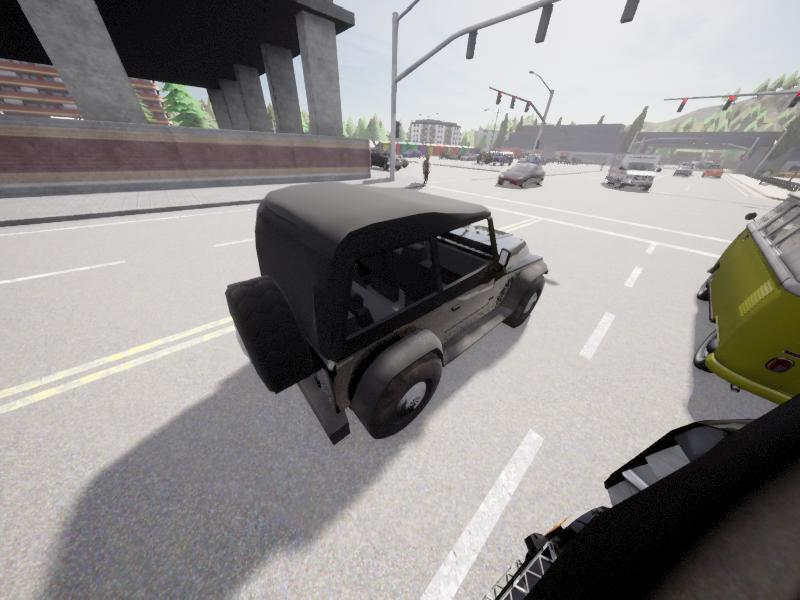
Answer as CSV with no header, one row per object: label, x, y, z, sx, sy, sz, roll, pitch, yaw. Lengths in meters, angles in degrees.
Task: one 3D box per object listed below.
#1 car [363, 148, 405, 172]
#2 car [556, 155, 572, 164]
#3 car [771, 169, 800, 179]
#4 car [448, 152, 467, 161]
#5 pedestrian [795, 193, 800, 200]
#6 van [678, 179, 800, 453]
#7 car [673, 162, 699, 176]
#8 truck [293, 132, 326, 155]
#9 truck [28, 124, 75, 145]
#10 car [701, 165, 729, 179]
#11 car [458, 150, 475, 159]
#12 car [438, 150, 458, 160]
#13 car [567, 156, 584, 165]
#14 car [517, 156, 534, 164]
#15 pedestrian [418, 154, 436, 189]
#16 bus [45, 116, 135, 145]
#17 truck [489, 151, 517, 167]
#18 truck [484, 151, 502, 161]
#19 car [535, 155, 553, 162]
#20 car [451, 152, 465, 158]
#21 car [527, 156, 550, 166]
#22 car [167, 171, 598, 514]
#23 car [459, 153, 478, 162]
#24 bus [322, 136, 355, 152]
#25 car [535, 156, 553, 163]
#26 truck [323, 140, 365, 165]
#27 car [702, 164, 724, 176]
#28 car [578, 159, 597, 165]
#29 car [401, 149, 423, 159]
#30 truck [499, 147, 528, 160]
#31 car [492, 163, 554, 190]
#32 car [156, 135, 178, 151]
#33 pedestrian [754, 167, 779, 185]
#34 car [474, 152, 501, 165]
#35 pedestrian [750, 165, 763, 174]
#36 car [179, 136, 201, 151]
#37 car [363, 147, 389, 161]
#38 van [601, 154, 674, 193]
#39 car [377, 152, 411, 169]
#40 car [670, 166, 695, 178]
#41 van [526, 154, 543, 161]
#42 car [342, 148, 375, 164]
car,-1.822,-15.032,24.670,1.932,1.855,4.605,-25,42,-35
car,44.859,-38.357,63.176,3.866,1.878,1.905,-24,42,-35
car,90.187,-28.803,52.791,1.801,1.575,5.366,-24,42,-35
car,12.894,-32.155,51.786,3.905,1.438,1.784,-24,42,-35
pedestrian,29.267,-7.928,16.091,0.751,1.860,0.751,19,37,23
van,5.426,-0.146,2.781,4.442,1.987,1.775,-24,42,-35
car,52.889,-24.276,42.694,5.566,2.045,2.150,-24,42,-35
truck,-19.119,-33.067,48.777,2.891,3.827,8.468,-25,42,-35
truck,-54.983,-26.148,36.671,2.615,2.467,5.204,-24,42,-35
car,53.149,-21.717,39.084,4.553,1.767,2.097,-24,42,-35
car,18.757,-41.020,65.210,4.605,1.855,1.932,-24,42,-35
car,11.098,-33.490,53.281,4.605,1.855,1.932,-24,42,-35
car,46.725,-37.071,61.375,4.605,1.855,1.932,-24,42,-35
car,29.944,-33.436,55.064,3.806,1.475,1.970,-24,42,-35
pedestrian,1.639,-7.981,14.373,0.751,1.860,0.751,-6,35,-13
bus,-65.292,-36.015,49.429,10.273,4.253,3.944,-24,42,-35
truck,17.536,-23.974,39.256,4.478,2.038,2.069,-24,42,-35
truck,24.216,-37.513,60.166,4.478,2.038,2.069,-24,42,-35
car,52.228,-51.367,83.830,2.033,1.649,4.856,-23,41,-33
car,16.889,-42.137,67.133,3.905,1.438,1.784,-24,42,-35
car,28.817,-28.851,47.938,4.611,1.667,2.242,-24,42,-35
car,0.273,-0.350,2.784,3.866,1.878,1.905,-24,42,-35
car,14.799,-30.858,50.033,3.806,1.475,1.970,-24,42,-35
bus,-21.740,-55.606,82.253,10.273,4.253,3.944,-24,42,-35
car,38.221,-37.176,61.315,5.357,1.415,2.033,-24,42,-35
truck,-7.121,-18.771,29.364,2.627,2.467,5.204,-25,42,-35
car,63.711,-26.541,47.080,3.866,1.878,1.905,-24,42,-35
car,57.015,-41.883,70.129,1.970,1.475,3.806,-24,42,-34
car,2.698,-33.634,53.170,4.611,1.667,2.242,-24,42,-35
truck,41.501,-53.761,84.646,2.891,3.827,8.468,-23,41,-33
car,9.405,-9.514,17.605,4.792,1.488,2.163,-24,42,-35
car,-37.486,-25.262,37.131,1.905,1.878,3.866,-24,42,-35
pedestrian,45.122,-15.346,28.490,0.751,1.860,0.751,-25,42,-35
car,15.572,-25.142,41.038,4.605,1.855,1.932,-24,42,-35
pedestrian,89.389,-32.651,57.922,0.751,1.860,0.751,7,34,6
car,-35.278,-26.259,38.800,1.905,1.878,3.866,-24,42,-35
car,-4.222,-25.320,40.065,2.097,1.767,4.553,-25,42,-35
van,19.633,-10.898,19.612,2.351,2.431,6.366,18,36,23
car,-0.823,-17.117,28.250,1.816,1.474,4.193,-25,42,-35
car,47.210,-21.420,38.543,5.357,1.411,2.033,-25,42,-35
van,48.300,-51.259,83.018,2.069,2.038,4.480,-23,41,-33
car,-5.930,-20.544,32.877,1.930,1.638,5.238,-25,42,-35
